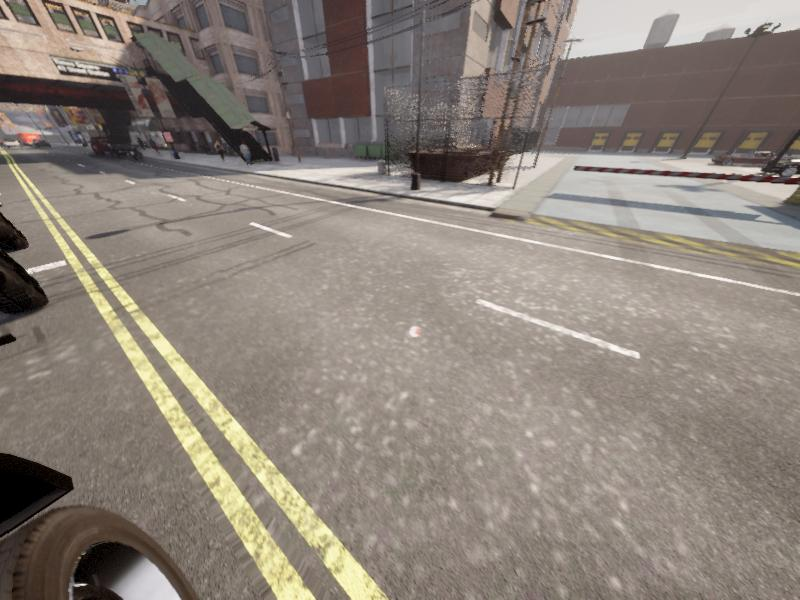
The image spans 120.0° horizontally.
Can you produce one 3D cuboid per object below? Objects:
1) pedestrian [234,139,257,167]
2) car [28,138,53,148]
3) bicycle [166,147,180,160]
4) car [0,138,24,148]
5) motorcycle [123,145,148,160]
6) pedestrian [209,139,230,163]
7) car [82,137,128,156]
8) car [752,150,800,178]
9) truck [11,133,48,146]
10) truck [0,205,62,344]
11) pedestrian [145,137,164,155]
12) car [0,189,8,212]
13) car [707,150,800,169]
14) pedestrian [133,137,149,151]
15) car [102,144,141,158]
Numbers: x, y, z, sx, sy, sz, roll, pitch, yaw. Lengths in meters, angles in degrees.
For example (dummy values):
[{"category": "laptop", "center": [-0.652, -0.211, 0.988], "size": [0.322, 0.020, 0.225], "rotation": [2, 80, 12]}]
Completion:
[{"category": "pedestrian", "center": [-12.676, -12.094, 18.992], "size": [0.751, 1.860, 0.751], "rotation": [22, 41, 27]}, {"category": "car", "center": [-75.967, -33.210, 48.796], "size": [4.974, 1.542, 2.038], "rotation": [22, 41, 28]}, {"category": "bicycle", "center": [-24.181, -15.609, 24.599], "size": [1.643, 1.024, 0.373], "rotation": [22, 30, 27]}, {"category": "car", "center": [-79.499, -32.159, 47.323], "size": [3.988, 1.617, 1.851], "rotation": [22, 41, 28]}, {"category": "motorcycle", "center": [-29.171, -16.310, 25.565], "size": [0.764, 1.277, 2.356], "rotation": [-15, 38, -21]}, {"category": "pedestrian", "center": [-16.493, -13.669, 21.184], "size": [0.751, 1.860, 0.751], "rotation": [27, 43, 33]}, {"category": "car", "center": [-40.633, -21.250, 31.827], "size": [5.566, 2.045, 2.435], "rotation": [22, 40, 27]}, {"category": "car", "center": [28.797, -9.113, 15.613], "size": [5.008, 1.535, 2.097], "rotation": [22, 40, 27]}, {"category": "truck", "center": [-86.650, -37.507, 54.008], "size": [5.204, 2.467, 2.627], "rotation": [14, 38, 19]}, {"category": "truck", "center": [-8.208, -1.011, 3.433], "size": [6.274, 2.098, 2.390], "rotation": [22, 41, 28]}, {"category": "pedestrian", "center": [-30.892, -19.327, 29.053], "size": [0.751, 1.860, 0.751], "rotation": [22, 41, 28]}, {"category": "car", "center": [-16.731, -4.273, 8.363], "size": [5.238, 1.638, 1.930], "rotation": [22, 41, 28]}, {"category": "car", "center": [34.611, -13.967, 22.889], "size": [4.718, 1.301, 1.895], "rotation": [22, 40, 27]}, {"category": "pedestrian", "center": [-40.837, -24.616, 36.443], "size": [0.751, 1.860, 0.751], "rotation": [17, 38, 22]}, {"category": "car", "center": [-34.531, -18.513, 28.647], "size": [4.718, 1.301, 1.895], "rotation": [22, 40, 27]}]
